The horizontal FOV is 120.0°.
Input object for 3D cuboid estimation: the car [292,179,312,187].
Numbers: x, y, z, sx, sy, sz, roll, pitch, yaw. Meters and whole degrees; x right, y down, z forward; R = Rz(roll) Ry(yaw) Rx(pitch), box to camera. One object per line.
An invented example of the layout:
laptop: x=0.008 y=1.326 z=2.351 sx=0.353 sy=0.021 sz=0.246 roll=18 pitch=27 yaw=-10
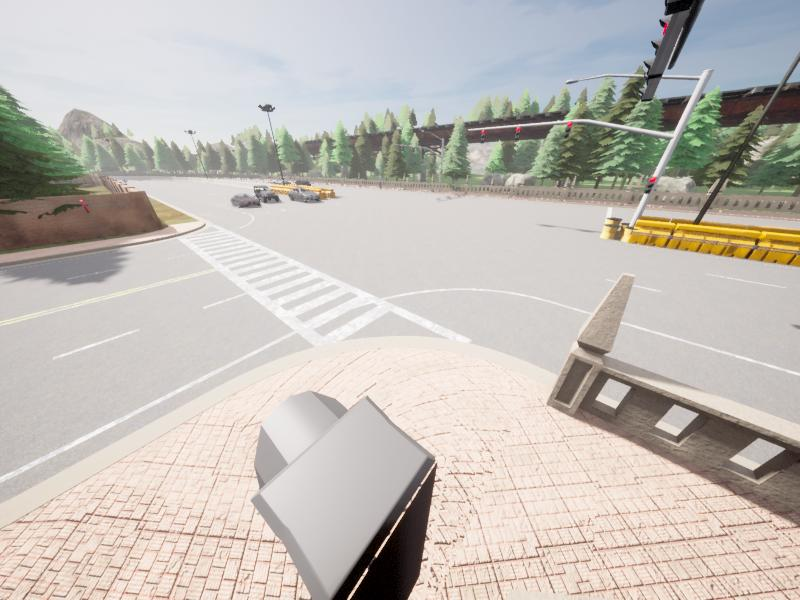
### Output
car: x=-22.880 y=-27.362 z=53.904 sx=4.892 sy=1.490 sz=1.837 roll=23 pitch=37 yaw=34

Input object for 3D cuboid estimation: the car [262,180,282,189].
car: x=-27.305 y=-24.641 z=49.209 sx=3.806 sy=1.475 sz=1.970 roll=23 pitch=37 yaw=34

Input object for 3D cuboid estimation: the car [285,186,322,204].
car: x=-12.791 y=-13.966 z=30.573 sx=5.027 sy=1.651 sz=2.152 roll=23 pitch=37 yaw=34

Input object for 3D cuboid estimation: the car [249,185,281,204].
car: x=-17.521 y=-13.791 z=30.001 sx=3.866 sy=1.878 sz=1.905 roll=23 pitch=37 yaw=34

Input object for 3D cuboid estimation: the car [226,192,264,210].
car: x=-17.650 y=-11.327 z=26.255 sx=4.181 sy=1.385 sz=1.994 roll=23 pitch=37 yaw=34

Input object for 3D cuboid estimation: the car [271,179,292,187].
car: x=-27.381 y=-26.991 z=53.229 sx=4.974 sy=1.542 sz=2.038 roll=23 pitch=37 yaw=34
